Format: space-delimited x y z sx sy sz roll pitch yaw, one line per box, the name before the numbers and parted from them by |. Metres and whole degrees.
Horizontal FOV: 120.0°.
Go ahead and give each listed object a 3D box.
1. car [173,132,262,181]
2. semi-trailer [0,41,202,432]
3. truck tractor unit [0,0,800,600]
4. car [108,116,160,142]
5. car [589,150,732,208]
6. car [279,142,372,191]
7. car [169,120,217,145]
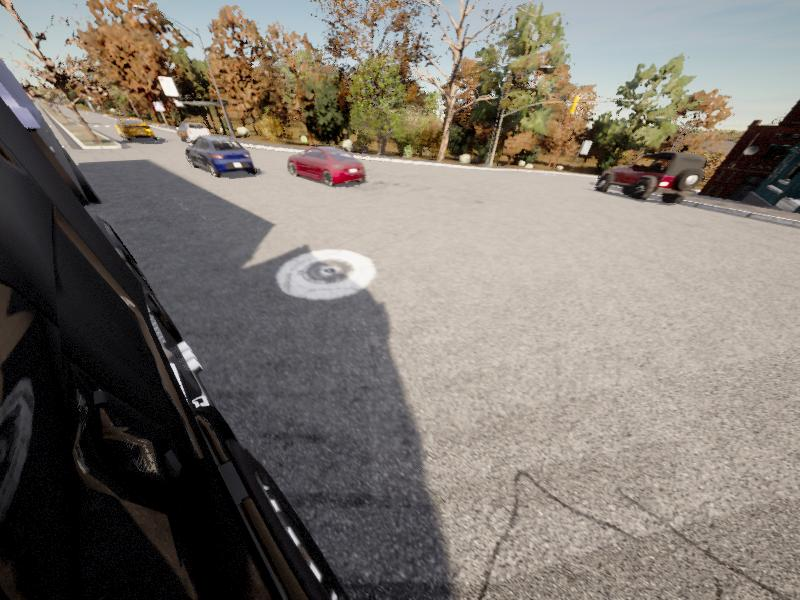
car | -8.804 -7.057 11.159 4.193 1.474 1.816 29 44 29
semi-trailer | -8.710 -3.612 4.193 14.254 4.402 2.717 28 44 29
truck tractor unit | -2.645 -0.295 0.352 6.516 4.208 3.053 28 44 30
car | -23.598 -15.181 20.458 5.008 1.535 1.882 29 44 29
car | 11.722 -5.861 10.970 1.905 1.878 3.866 5 33 -4
car | -3.550 -6.502 10.986 4.181 1.385 1.994 29 44 29
car | -17.768 -14.397 19.855 3.633 1.501 1.845 29 45 29
